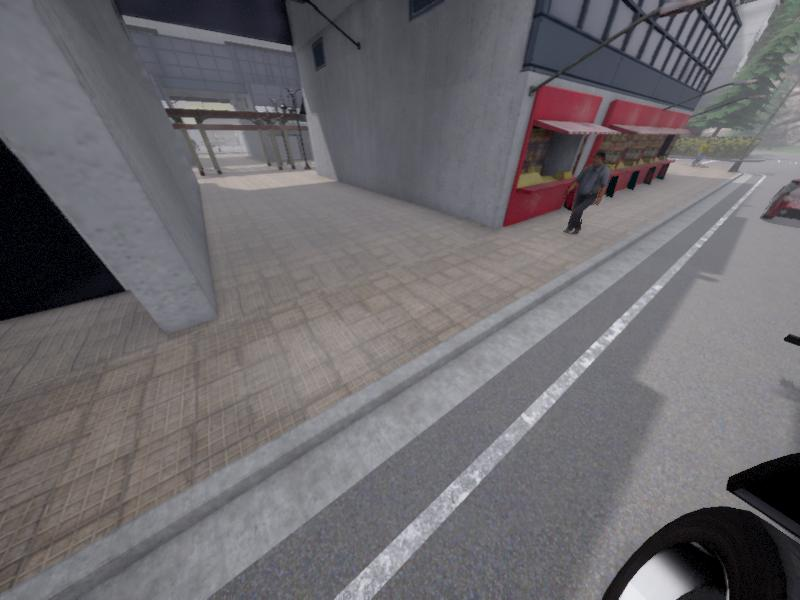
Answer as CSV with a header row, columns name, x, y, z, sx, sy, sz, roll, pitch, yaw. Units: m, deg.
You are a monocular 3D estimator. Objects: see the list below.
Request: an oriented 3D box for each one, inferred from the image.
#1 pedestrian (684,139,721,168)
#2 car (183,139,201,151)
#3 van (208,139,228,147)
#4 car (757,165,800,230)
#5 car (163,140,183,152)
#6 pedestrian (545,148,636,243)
name,x,y,z,sx,sy,sz,roll,pitch,yaw
pedestrian,23.477,-11.410,17.977,0.751,1.860,0.751,11,37,15
car,-40.829,-30.429,45.373,1.905,1.878,3.866,-23,41,-29
van,-58.355,-50.394,74.124,4.442,1.987,1.775,-23,41,-28
car,13.500,-3.226,7.204,4.181,1.385,1.994,-23,41,-29
car,-42.932,-29.227,43.717,1.932,1.855,4.605,-23,41,-29
pedestrian,4.282,-2.393,5.355,0.751,1.860,0.751,-16,38,-21
